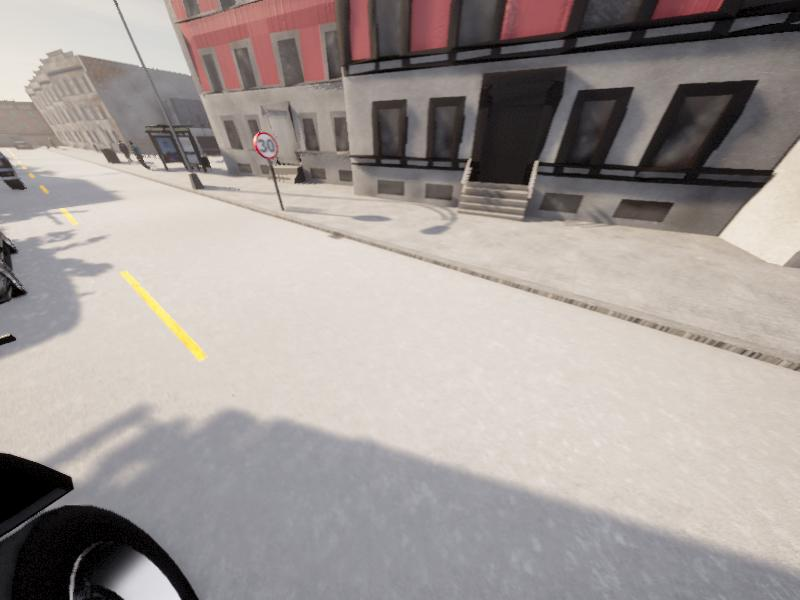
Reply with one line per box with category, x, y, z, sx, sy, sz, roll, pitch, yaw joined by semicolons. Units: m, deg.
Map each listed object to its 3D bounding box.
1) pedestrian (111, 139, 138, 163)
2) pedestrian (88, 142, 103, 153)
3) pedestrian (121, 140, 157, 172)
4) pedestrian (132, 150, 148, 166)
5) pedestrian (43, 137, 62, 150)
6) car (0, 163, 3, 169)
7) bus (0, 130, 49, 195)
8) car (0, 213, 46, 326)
pedestrian;-25.570;-13.827;21.452;0.751;1.860;0.751;24;41;30
pedestrian;-43.447;-21.721;32.974;0.751;1.300;0.751;26;42;31
pedestrian;-18.527;-10.252;16.445;0.751;1.860;0.751;9;36;12
pedestrian;-21.818;-11.885;19.391;0.500;1.100;0.500;-28;44;-34
pedestrian;-58.871;-26.511;39.144;0.751;1.860;0.751;10;36;14
car;-34.213;-11.571;18.372;3.866;1.878;1.905;22;41;28
bus;-22.318;-7.771;11.052;10.273;4.253;3.944;22;40;28
car;-8.327;-0.818;3.785;5.357;1.411;2.033;22;41;28
